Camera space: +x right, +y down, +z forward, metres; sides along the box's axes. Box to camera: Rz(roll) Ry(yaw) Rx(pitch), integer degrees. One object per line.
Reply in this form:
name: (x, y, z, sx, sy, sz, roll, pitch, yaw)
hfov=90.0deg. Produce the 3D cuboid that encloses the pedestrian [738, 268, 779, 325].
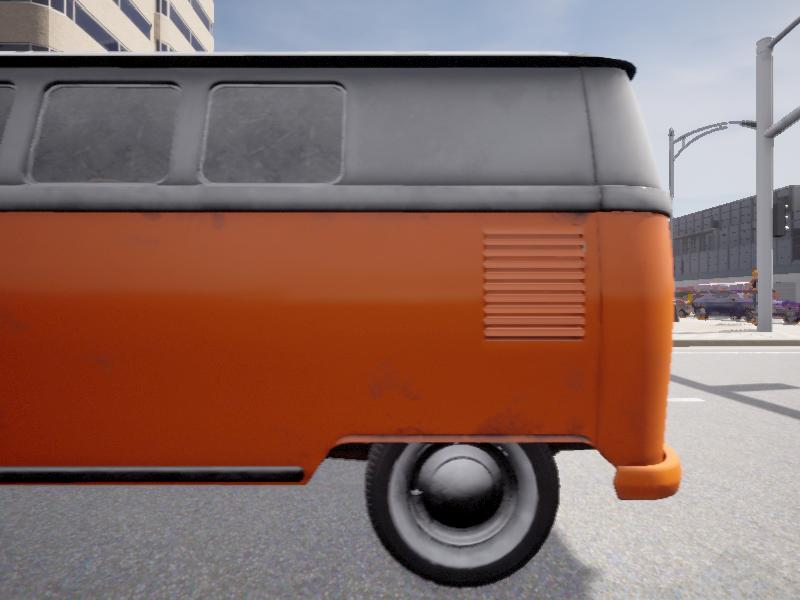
pedestrian: (11.933, -0.115, 13.339, 0.751, 1.860, 0.751, 0, 0, 15)

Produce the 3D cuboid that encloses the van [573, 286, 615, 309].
van: (22.262, -0.278, 46.222, 1.988, 2.561, 5.915, 0, 0, -1)

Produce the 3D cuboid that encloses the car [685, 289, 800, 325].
car: (15.535, 0.270, 18.225, 1.812, 1.442, 4.674, 0, 0, 1)

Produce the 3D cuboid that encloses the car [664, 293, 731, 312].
car: (25.888, 0.201, 35.114, 1.801, 1.575, 5.366, 0, 0, -1)

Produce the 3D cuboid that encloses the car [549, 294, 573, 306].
car: (25.550, 0.052, 63.515, 1.932, 1.855, 4.605, 0, 0, -1)

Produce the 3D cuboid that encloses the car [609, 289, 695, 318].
car: (15.509, 0.181, 25.024, 2.152, 1.651, 5.027, 0, 0, -1)

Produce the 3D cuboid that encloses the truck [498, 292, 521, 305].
truck: (21.764, -0.245, 79.625, 2.627, 2.467, 5.204, 0, 0, -7)

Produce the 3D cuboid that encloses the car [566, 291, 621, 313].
car: (15.420, 0.178, 32.250, 2.033, 1.649, 4.856, 0, 0, -1)

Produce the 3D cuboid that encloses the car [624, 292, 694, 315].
car: (18.953, 0.223, 29.598, 1.882, 1.535, 5.008, 0, 0, -1)

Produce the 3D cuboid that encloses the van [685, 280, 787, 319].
van: (19.027, -0.029, 23.001, 2.069, 2.038, 4.480, 0, 0, -1)

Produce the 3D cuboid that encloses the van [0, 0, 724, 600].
van: (-1.206, -0.002, 2.138, 4.442, 1.987, 1.775, 0, 0, 0)
